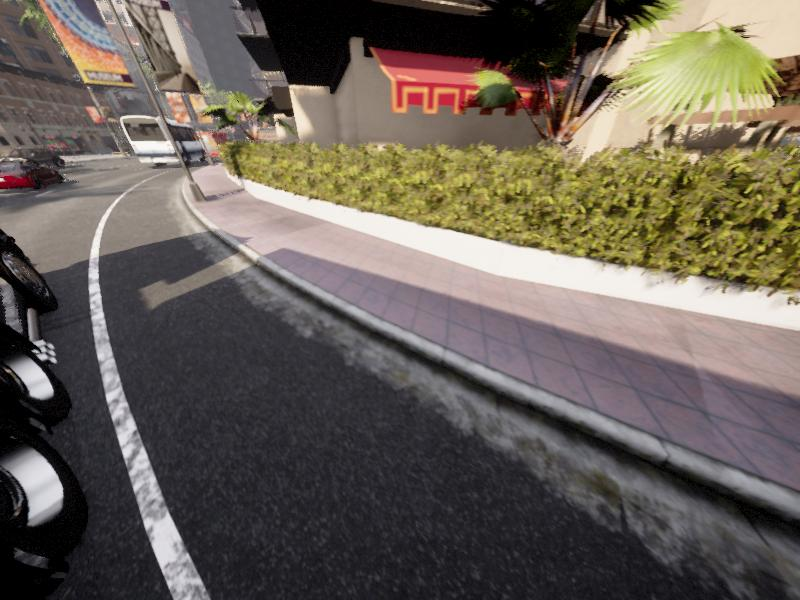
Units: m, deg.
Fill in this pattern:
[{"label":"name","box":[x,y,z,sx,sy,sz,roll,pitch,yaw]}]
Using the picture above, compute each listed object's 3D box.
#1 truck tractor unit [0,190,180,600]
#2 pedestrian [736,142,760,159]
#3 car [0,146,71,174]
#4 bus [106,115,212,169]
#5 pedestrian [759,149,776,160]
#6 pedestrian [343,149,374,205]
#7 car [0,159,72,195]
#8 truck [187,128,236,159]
[{"label":"truck tractor unit","box":[-4.980,-0.413,0.949,6.516,4.208,3.053,23,41,30]},{"label":"pedestrian","box":[46.727,-20.119,31.042,0.751,1.860,0.751,-9,36,-13]},{"label":"car","box":[-34.920,-13.362,21.857,1.932,1.855,4.605,-12,38,-16]},{"label":"bus","box":[-26.182,-17.924,26.357,3.944,4.253,10.273,-12,36,-16]},{"label":"pedestrian","box":[46.669,-18.473,29.327,0.500,1.100,0.500,-6,35,-9]},{"label":"pedestrian","box":[-1.613,-4.893,9.209,0.751,1.860,0.751,26,42,33]},{"label":"car","box":[-21.989,-7.252,13.422,1.994,1.385,4.181,-20,39,-26]},{"label":"truck","box":[-30.435,-25.579,37.833,2.891,3.827,8.468,-10,36,-14]}]
